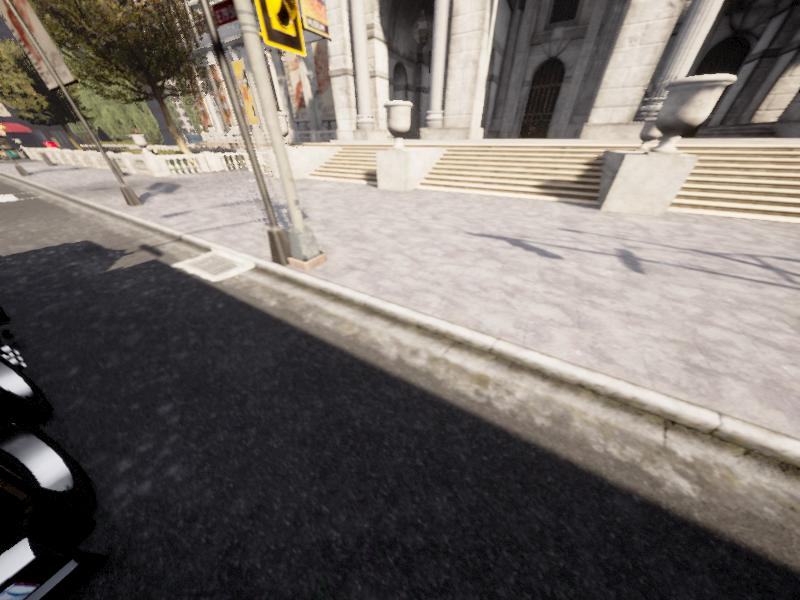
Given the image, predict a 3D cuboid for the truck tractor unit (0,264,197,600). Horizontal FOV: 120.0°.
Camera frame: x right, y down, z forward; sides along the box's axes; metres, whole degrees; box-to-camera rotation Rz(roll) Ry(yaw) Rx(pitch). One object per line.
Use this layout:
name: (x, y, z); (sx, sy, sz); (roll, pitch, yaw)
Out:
truck tractor unit: (-5.110, -0.302, 0.779); (6.516, 4.208, 3.053); (18, 39, 24)
